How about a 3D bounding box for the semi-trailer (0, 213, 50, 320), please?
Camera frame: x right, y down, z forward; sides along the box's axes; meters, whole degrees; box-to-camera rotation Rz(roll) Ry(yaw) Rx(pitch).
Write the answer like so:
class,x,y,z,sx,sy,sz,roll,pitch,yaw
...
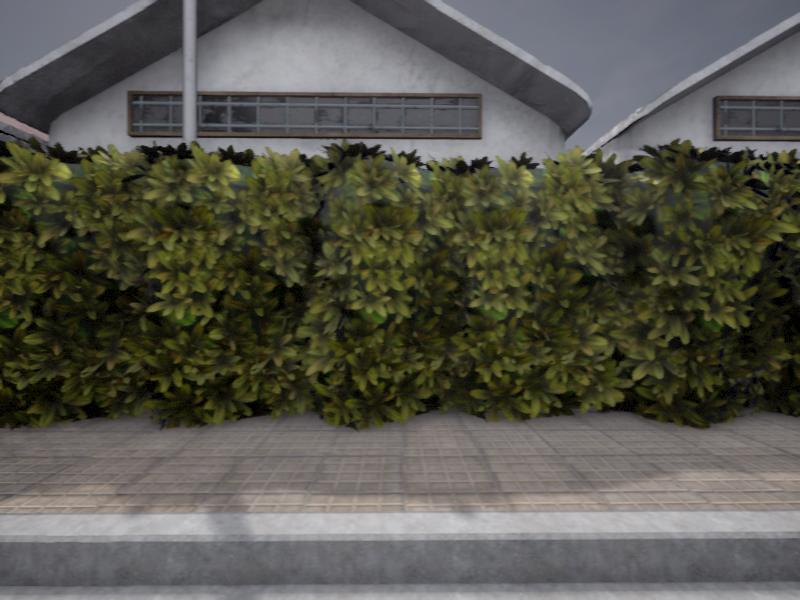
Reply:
class,x,y,z,sx,sy,sz,roll,pitch,yaw
semi-trailer,-17.762,-1.398,11.698,2.717,4.402,14.254,0,0,-1
